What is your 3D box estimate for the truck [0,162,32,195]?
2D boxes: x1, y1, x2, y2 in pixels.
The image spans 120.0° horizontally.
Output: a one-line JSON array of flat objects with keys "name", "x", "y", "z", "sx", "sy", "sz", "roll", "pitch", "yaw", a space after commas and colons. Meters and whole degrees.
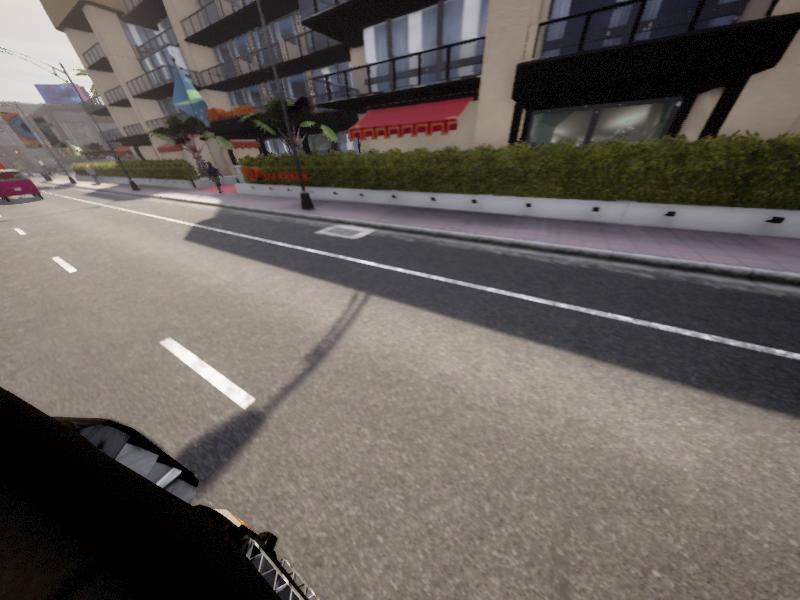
[{"name": "truck", "x": -38.906, "y": -11.593, "z": 22.052, "sx": 5.204, "sy": 2.467, "sz": 2.627, "roll": 16, "pitch": 37, "yaw": 26}]

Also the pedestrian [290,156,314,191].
[{"name": "pedestrian", "x": -6.221, "y": -8.075, "z": 14.772, "sx": 0.751, "sy": 1.860, "sz": 0.751, "roll": 3, "pitch": 33, "yaw": 8}]

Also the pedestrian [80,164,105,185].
[{"name": "pedestrian", "x": -33.079, "y": -13.525, "z": 24.868, "sx": 0.751, "sy": 1.860, "sz": 0.751, "roll": 17, "pitch": 38, "yaw": 27}]

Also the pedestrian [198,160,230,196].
[{"name": "pedestrian", "x": -11.404, "y": -7.492, "z": 14.218, "sx": 0.751, "sy": 1.860, "sz": 0.751, "roll": 22, "pitch": 40, "yaw": 33}]

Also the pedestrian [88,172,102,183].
[{"name": "pedestrian", "x": -34.852, "y": -13.996, "z": 26.400, "sx": 0.500, "sy": 1.100, "sz": 0.500, "roll": 15, "pitch": 37, "yaw": 25}]

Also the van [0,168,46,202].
[{"name": "van", "x": -29.494, "y": -8.729, "z": 17.492, "sx": 4.442, "sy": 1.987, "sz": 1.775, "roll": 15, "pitch": 37, "yaw": 26}]
